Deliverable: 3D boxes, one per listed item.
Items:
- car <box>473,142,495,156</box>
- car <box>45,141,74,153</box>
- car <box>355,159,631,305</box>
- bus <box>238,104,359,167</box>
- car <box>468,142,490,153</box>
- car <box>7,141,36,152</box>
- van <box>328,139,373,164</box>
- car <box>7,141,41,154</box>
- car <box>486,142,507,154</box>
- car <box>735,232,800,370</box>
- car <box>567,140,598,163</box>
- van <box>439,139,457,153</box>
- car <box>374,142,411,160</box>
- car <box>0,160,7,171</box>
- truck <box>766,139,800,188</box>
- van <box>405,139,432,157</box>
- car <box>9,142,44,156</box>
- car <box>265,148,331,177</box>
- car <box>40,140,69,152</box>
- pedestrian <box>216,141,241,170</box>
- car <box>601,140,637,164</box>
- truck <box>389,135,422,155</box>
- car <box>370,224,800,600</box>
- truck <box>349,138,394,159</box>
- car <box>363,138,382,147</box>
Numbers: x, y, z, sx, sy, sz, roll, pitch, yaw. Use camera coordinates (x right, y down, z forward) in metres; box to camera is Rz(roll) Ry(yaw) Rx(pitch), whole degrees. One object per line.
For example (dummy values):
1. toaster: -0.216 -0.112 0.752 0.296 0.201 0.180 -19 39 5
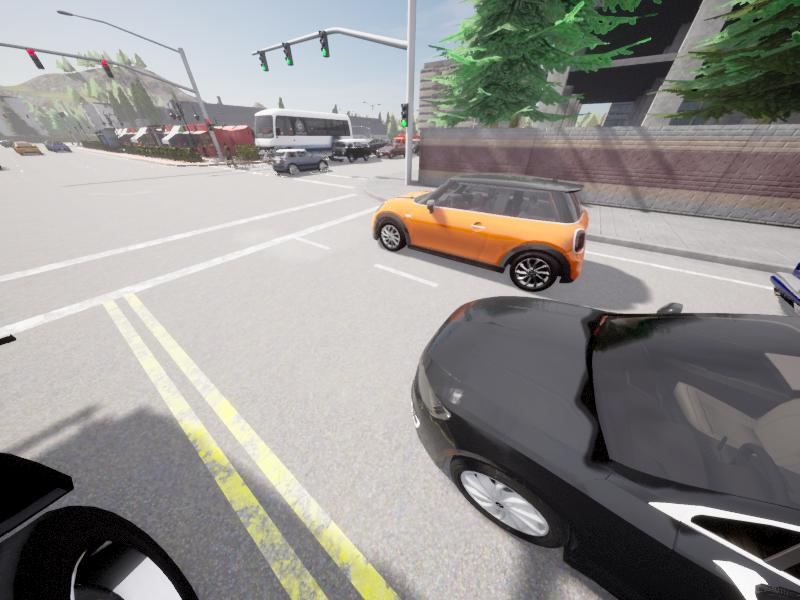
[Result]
1. car: 13.068 -23.601 36.022 1.851 1.617 3.988 22 40 28
2. car: -55.708 -25.026 37.780 4.193 1.474 1.816 22 41 28
3. car: 1.515 -1.895 5.059 4.553 1.767 2.097 22 41 28
4. bus: -9.334 -16.573 23.594 3.944 4.253 10.273 22 41 28
5. car: 14.793 -28.552 43.148 2.128 1.511 4.902 22 41 28
6. car: -63.717 -25.847 38.835 5.008 1.535 1.882 22 41 28
7. van: -5.050 -15.855 24.523 2.069 2.038 4.480 19 39 24
8. car: -58.110 -23.553 35.666 4.792 1.488 2.163 22 41 28
9. car: 17.122 -26.948 40.863 1.882 1.535 5.008 22 41 28
10. car: 7.249 0.641 1.931 4.718 1.301 1.895 22 41 28
11. car: 19.706 -16.079 24.910 1.905 1.878 3.866 22 41 28
12. van: 8.714 -28.137 42.104 1.775 1.987 4.442 16 38 22
13. car: -0.867 -19.116 29.545 2.152 1.651 5.027 22 40 28
14. car: -33.607 -11.123 18.188 4.792 1.488 2.163 22 41 28
15. truck: 22.655 -6.918 11.473 2.615 2.467 5.204 22 41 28
16. van: 2.682 -22.217 33.656 1.775 1.987 4.442 22 41 28
17. car: -52.589 -21.352 32.531 5.008 1.535 1.882 22 40 27
18. car: -7.282 -10.158 16.919 1.970 1.475 3.806 22 41 27
19. car: -61.059 -27.264 40.787 4.856 1.649 2.033 22 41 28
20. pedestrian: -13.716 -11.572 18.507 0.751 1.860 0.751 15 38 20
21. car: 22.118 -15.101 23.540 1.905 1.878 3.866 22 41 28
22. truck: 0.911 -24.495 36.453 2.627 2.467 5.204 22 41 28
23. car: 2.365 1.036 1.164 4.892 1.490 1.837 22 41 28
24. truck: -3.669 -20.529 31.119 2.390 2.098 6.274 22 40 28
25. car: -6.952 -39.891 58.601 4.605 1.855 1.932 22 41 28
